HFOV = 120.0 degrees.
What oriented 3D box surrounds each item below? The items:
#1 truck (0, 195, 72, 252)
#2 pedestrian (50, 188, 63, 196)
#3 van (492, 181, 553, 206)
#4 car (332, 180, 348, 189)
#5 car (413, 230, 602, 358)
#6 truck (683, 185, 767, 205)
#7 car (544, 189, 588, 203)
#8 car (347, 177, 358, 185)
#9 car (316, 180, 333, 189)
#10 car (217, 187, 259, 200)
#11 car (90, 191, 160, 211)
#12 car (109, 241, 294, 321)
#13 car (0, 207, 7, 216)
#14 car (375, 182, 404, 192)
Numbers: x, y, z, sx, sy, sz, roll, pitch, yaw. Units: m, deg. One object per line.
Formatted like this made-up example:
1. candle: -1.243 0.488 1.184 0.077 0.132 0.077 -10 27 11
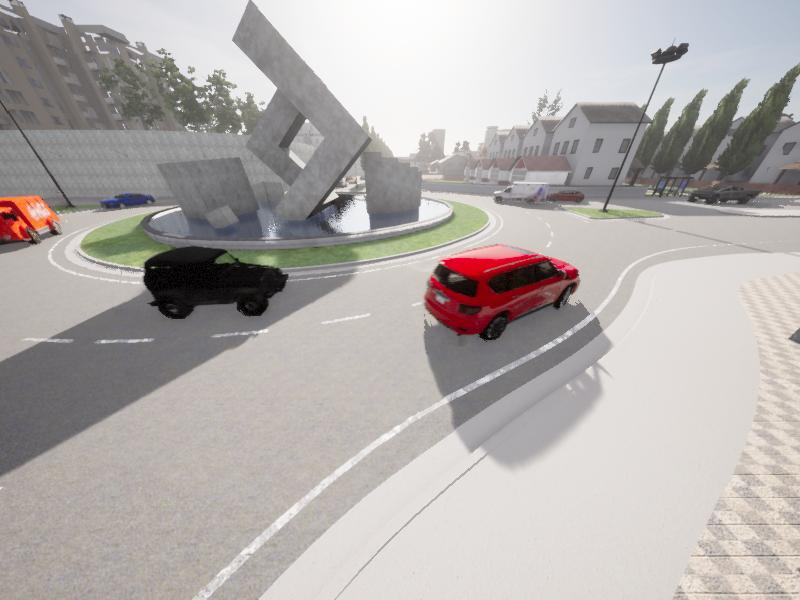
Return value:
1. truck: -23.941 -4.778 14.115 2.627 2.467 5.204 -21 36 -31
2. pedestrian: -54.602 -17.245 36.727 0.500 1.100 0.500 0 30 1
3. van: 15.463 -13.714 29.636 6.366 2.431 2.351 12 32 20
4. car: -13.397 -25.941 51.718 2.038 1.542 4.974 1 30 2
5. car: 3.373 -0.607 7.317 5.566 2.045 2.150 -16 34 -26
6. truck: 40.959 -13.347 29.329 6.274 2.098 2.390 0 30 0
7. car: 22.223 -13.979 31.048 4.193 1.474 1.816 7 31 12
8. car: -13.016 -32.523 63.098 1.801 1.575 5.366 0 30 1
9. car: -16.839 -26.112 52.007 2.038 1.542 4.974 1 30 2
10. car: -24.303 -16.082 34.863 1.895 1.301 4.718 20 36 31
11. car: -31.592 -11.572 26.816 1.882 1.535 5.008 1 30 2
12. car: -5.999 -0.704 7.639 3.866 1.878 1.905 -2 30 -3
13. car: -41.014 -8.543 21.812 4.718 1.301 1.895 4 30 7
14. car: -1.957 -21.592 44.069 5.238 1.638 1.930 9 31 17
